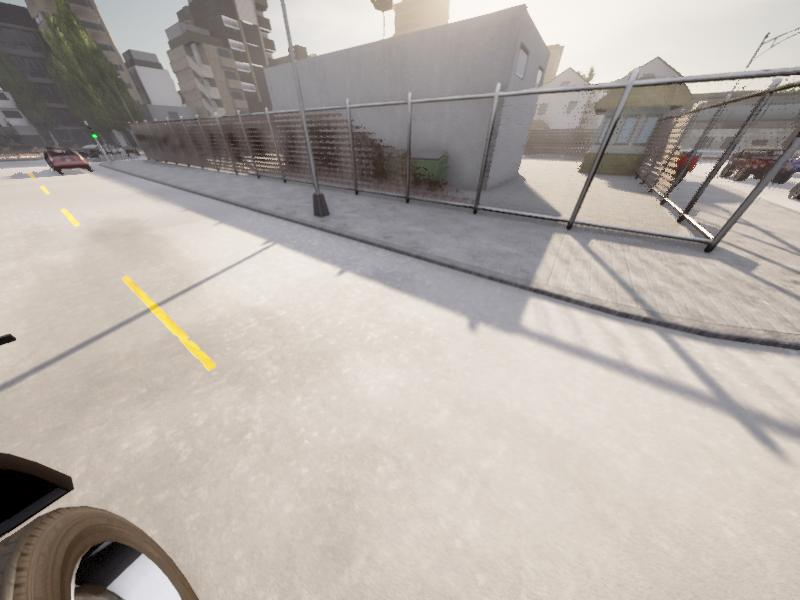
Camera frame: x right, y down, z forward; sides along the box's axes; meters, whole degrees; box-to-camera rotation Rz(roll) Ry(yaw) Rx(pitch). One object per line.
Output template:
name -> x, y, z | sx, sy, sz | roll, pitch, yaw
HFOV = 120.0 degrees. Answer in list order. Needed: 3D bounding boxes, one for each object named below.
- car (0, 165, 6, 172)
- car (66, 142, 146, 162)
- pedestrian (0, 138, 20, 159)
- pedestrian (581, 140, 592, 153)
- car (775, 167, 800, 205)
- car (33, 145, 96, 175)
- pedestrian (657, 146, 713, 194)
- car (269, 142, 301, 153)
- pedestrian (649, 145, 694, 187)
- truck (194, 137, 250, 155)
car -> -32.019, -10.368, 17.117 | 4.193, 1.474, 1.816 | 17, 39, 22
car -> -32.664, -16.716, 25.977 | 1.930, 1.638, 5.238 | 5, 35, 9
pedestrian -> -42.891, -16.426, 25.078 | 0.751, 1.860, 0.751 | -29, 45, -35
pedestrian -> 32.007, -26.261, 39.578 | 0.751, 1.860, 0.751 | 24, 41, 30
car -> 17.676, -4.251, 8.664 | 2.033, 1.649, 4.856 | 22, 40, 28
car -> -25.058, -10.515, 17.262 | 3.988, 1.617, 1.851 | 22, 41, 28
pedestrian -> 12.997, -5.973, 10.633 | 0.751, 1.860, 0.751 | 22, 41, 28
car -> -20.207, -26.935, 40.741 | 1.812, 1.442, 4.674 | 22, 40, 28
pedestrian -> 14.274, -7.069, 12.197 | 0.751, 1.860, 0.751 | 29, 44, 35
truck -> -28.214, -24.680, 36.914 | 2.390, 2.098, 6.274 | 22, 41, 28
